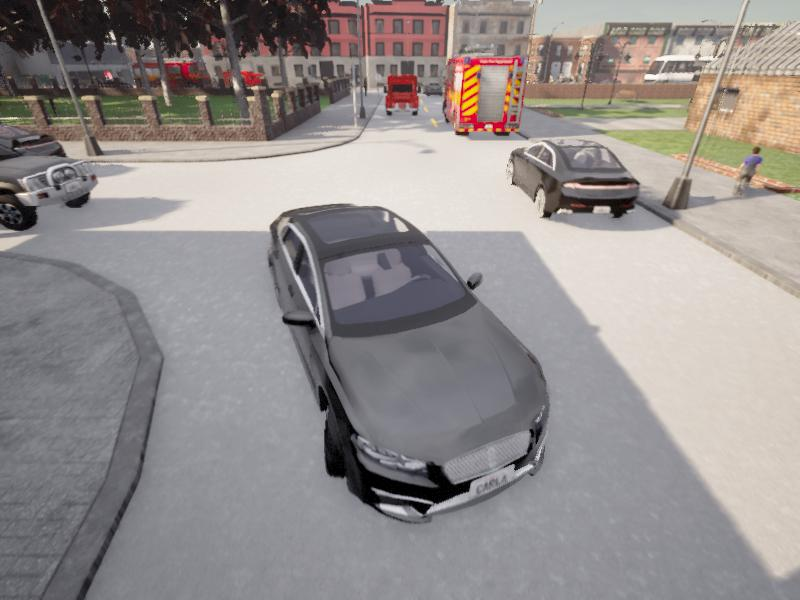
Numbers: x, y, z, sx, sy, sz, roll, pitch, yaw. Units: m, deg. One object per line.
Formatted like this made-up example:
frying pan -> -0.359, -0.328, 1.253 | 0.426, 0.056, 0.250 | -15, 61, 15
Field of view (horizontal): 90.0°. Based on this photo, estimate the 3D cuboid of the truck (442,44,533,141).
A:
truck -> 4.130, -11.190, 21.341 | 2.891, 3.827, 8.468 | 0, 30, 0

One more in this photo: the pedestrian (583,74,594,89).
pedestrian -> 27.851, -32.264, 59.105 | 0.751, 1.860, 0.751 | -5, 31, -8

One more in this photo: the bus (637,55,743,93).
bus -> 38.726, -30.465, 53.937 | 10.273, 4.253, 3.944 | 0, 30, 0

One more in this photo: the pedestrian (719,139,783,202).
pedestrian -> 8.766, -3.264, 10.053 | 0.751, 1.300, 0.751 | 18, 35, 27

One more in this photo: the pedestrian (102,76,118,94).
pedestrian -> -34.115, -25.330, 47.140 | 0.751, 1.860, 0.751 | 0, 30, 1

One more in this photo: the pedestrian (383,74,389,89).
pedestrian -> -2.002, -31.186, 57.208 | 0.751, 1.860, 0.751 | -6, 31, -11

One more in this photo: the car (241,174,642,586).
car -> -0.344, -0.071, 4.623 | 2.128, 1.511, 4.902 | -12, 33, -21

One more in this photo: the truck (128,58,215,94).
truck -> -28.804, -28.479, 50.842 | 8.468, 3.827, 2.891 | 0, 30, 0

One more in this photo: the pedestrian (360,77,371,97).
pedestrian -> -3.749, -23.168, 43.500 | 0.751, 1.860, 0.751 | 25, 38, 35

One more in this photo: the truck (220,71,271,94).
truck -> -19.644, -27.871, 51.161 | 5.204, 2.467, 2.627 | 0, 30, 0

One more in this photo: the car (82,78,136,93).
car -> -37.334, -27.553, 51.425 | 5.027, 1.651, 2.152 | 0, 30, 0

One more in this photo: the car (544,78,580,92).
car -> 22.124, -29.442, 54.775 | 3.988, 1.617, 1.851 | 0, 30, 0

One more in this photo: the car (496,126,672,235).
car -> 4.077, -3.235, 10.041 | 2.128, 1.511, 4.902 | 0, 30, 0

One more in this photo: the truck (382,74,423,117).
truck -> 0.148, -14.817, 28.881 | 2.627, 2.467, 5.204 | 0, 30, 0

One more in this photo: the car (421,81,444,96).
car -> 3.825, -25.209, 47.636 | 1.970, 1.475, 3.806 | -3, 31, -6

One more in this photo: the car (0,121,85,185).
car -> -13.143, -4.557, 12.268 | 4.902, 1.511, 2.128 | 0, 30, 0

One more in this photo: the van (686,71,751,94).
van -> 40.459, -27.761, 51.012 | 5.915, 2.561, 1.988 | 0, 30, 0

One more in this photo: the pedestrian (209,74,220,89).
pedestrian -> -26.757, -31.511, 57.720 | 0.751, 1.860, 0.751 | -1, 30, -2

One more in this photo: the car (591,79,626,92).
car -> 28.483, -29.386, 54.768 | 3.633, 1.501, 1.845 | 0, 30, 0

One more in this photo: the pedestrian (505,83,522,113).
pedestrian -> 8.095, -14.481, 28.670 | 0.751, 1.860, 0.751 | -1, 30, -2

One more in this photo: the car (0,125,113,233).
car -> -9.493, -2.701, 8.739 | 4.605, 1.855, 1.932 | 0, 30, 1
